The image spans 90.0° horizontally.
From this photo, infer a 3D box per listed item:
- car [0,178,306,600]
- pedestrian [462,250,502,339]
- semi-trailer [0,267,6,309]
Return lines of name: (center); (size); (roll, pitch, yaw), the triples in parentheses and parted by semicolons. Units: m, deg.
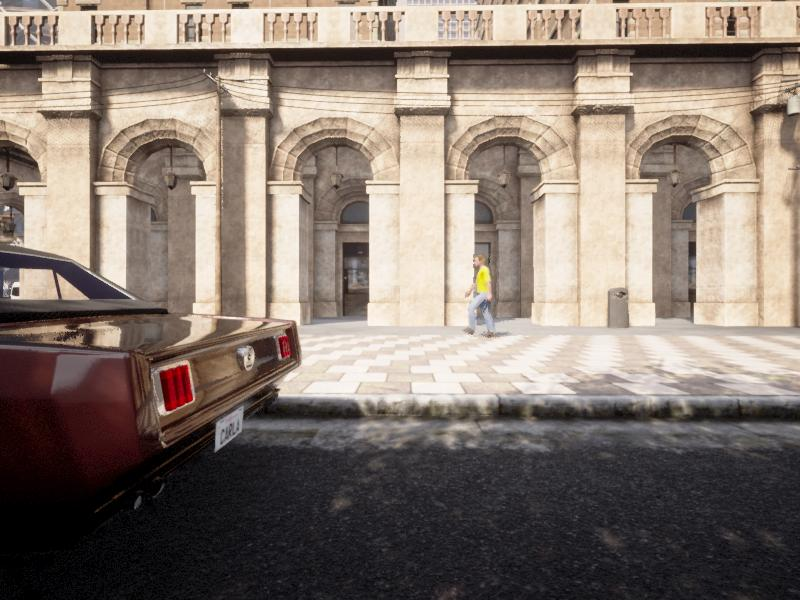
car: (-3.058, 0.338, 2.008); (4.718, 1.301, 1.895); (0, 0, 1)
pedestrian: (1.774, -0.115, 8.768); (0.751, 1.860, 0.751); (0, 0, 2)
semi-trailer: (-42.990, -1.218, 34.972); (2.717, 4.402, 14.254); (0, 0, 1)
